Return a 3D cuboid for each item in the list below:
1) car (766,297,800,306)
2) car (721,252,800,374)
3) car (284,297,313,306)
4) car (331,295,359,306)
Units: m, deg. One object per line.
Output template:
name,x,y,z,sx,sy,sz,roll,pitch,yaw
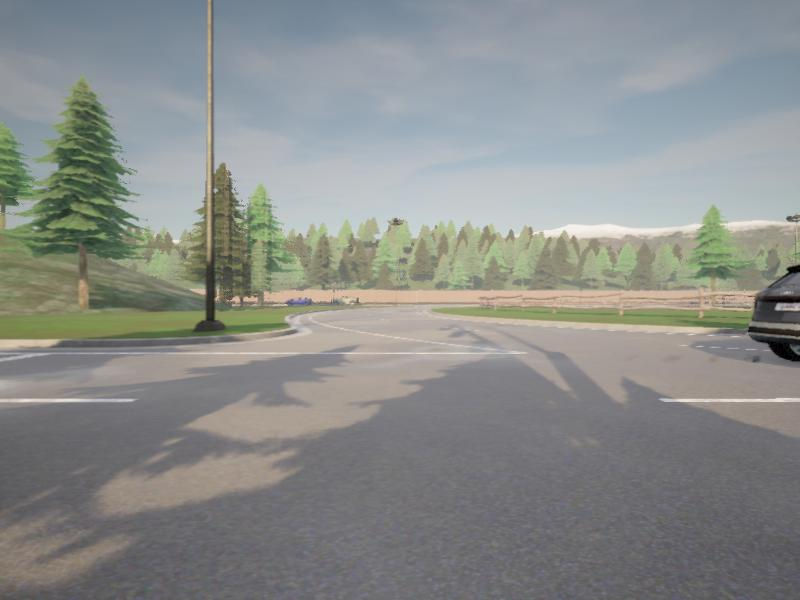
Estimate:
car,64.500,0.198,66.797,4.792,1.488,2.163,0,0,0
car,7.826,0.171,5.703,4.856,1.649,2.033,0,0,0
car,-17.699,0.280,69.973,4.514,1.525,2.007,0,0,0
car,-9.552,0.062,70.006,4.605,1.855,1.932,0,0,0
